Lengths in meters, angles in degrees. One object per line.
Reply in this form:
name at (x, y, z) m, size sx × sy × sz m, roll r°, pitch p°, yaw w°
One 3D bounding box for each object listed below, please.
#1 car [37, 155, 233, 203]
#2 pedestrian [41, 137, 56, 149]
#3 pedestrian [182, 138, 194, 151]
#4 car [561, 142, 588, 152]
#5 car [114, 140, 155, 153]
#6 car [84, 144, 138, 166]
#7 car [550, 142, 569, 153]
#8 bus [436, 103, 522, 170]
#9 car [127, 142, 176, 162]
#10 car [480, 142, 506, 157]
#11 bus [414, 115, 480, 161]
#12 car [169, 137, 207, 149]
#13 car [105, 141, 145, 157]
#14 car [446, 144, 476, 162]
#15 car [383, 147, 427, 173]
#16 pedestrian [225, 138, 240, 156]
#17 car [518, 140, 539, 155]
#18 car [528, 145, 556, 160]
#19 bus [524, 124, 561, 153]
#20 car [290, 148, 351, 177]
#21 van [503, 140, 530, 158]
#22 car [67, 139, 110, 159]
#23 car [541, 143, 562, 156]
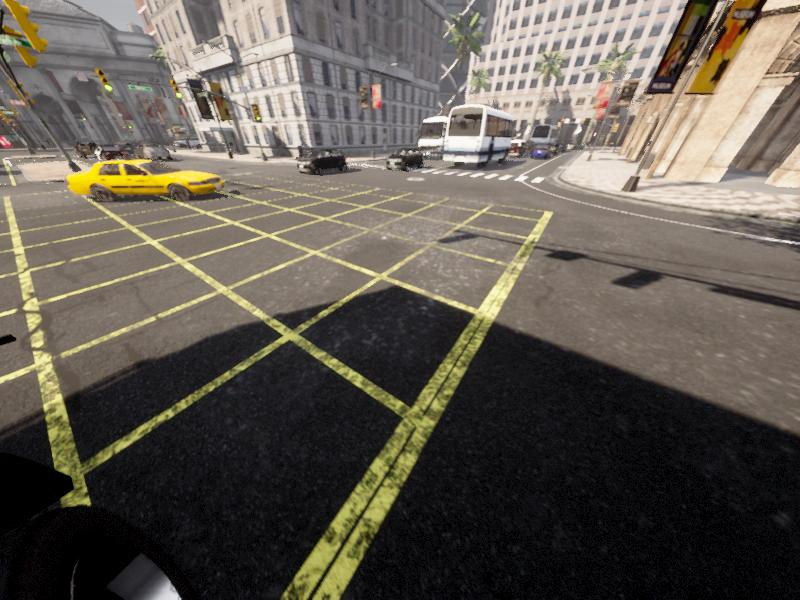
car at (-10.636, -5.160, 9.774) m, size 5.366 × 1.575 × 1.801 m, roll -2°, pitch 35°, yaw -3°
pedestrian at (-67.006, -30.004, 44.021) m, size 0.751 × 1.860 × 0.751 m, roll 28°, pitch 44°, yaw 33°
pedestrian at (-35.446, -26.039, 38.648) m, size 0.751 × 1.860 × 0.751 m, roll 23°, pitch 41°, yaw 29°
car at (38.898, -34.072, 51.401) m, size 5.027 × 1.651 × 2.152 m, roll -15°, pitch 38°, yaw -21°
car at (-44.388, -25.882, 38.847) m, size 2.033 × 1.649 × 4.856 m, roll -7°, pitch 36°, yaw -11°
car at (-28.044, -14.131, 22.407) m, size 4.974 × 1.542 × 2.038 m, roll 22°, pitch 41°, yaw 28°
car at (31.029, -29.672, 44.850) m, size 2.152 × 1.651 × 5.027 m, roll 23°, pitch 41°, yaw 28°
bus at (7.844, -15.437, 22.177) m, size 3.944 × 4.253 × 10.273 m, roll 22°, pitch 40°, yaw 28°
car at (-27.552, -16.430, 25.592) m, size 5.027 × 1.651 × 2.152 m, roll 22°, pitch 41°, yaw 28°
car at (14.256, -23.077, 35.310) m, size 2.242 × 1.667 × 4.611 m, roll 22°, pitch 41°, yaw 28°
bus at (6.293, -20.980, 30.033) m, size 3.944 × 4.253 × 10.273 m, roll 22°, pitch 41°, yaw 28°
car at (-46.835, -34.811, 51.154) m, size 2.150 × 2.045 × 5.566 m, roll 23°, pitch 41°, yaw 28°
car at (-36.750, -20.232, 30.871) m, size 4.611 × 1.667 × 2.242 m, roll 23°, pitch 41°, yaw 28°
car at (7.181, -17.228, 27.014) m, size 1.851 × 1.617 × 3.988 m, roll 22°, pitch 41°, yaw 28°
car at (0.456, -11.642, 19.075) m, size 1.789 × 1.549 × 3.705 m, roll 22°, pitch 41°, yaw 28°
pedestrian at (-21.777, -19.932, 30.093) m, size 0.751 × 1.860 × 0.751 m, roll 8°, pitch 36°, yaw 11°
car at (21.510, -25.576, 38.731) m, size 1.905 × 1.878 × 3.866 m, roll 23°, pitch 41°, yaw 28°
car at (19.198, -19.997, 31.149) m, size 2.163 × 1.488 × 4.792 m, roll 22°, pitch 41°, yaw 28°
bus at (29.015, -32.717, 46.873) m, size 3.944 × 4.253 × 10.273 m, roll 22°, pitch 41°, yaw 28°
car at (-5.659, -10.116, 16.870) m, size 1.789 × 1.549 × 3.705 m, roll 22°, pitch 40°, yaw 28°
van at (16.676, -21.665, 33.012) m, size 2.069 × 2.038 × 4.480 m, roll 22°, pitch 41°, yaw 28°
car at (-36.966, -17.913, 27.395) m, size 4.605 × 1.855 × 1.932 m, roll 22°, pitch 41°, yaw 28°
car at (24.536, -24.346, 37.325) m, size 2.007 × 1.525 × 4.514 m, roll 22°, pitch 41°, yaw 28°
